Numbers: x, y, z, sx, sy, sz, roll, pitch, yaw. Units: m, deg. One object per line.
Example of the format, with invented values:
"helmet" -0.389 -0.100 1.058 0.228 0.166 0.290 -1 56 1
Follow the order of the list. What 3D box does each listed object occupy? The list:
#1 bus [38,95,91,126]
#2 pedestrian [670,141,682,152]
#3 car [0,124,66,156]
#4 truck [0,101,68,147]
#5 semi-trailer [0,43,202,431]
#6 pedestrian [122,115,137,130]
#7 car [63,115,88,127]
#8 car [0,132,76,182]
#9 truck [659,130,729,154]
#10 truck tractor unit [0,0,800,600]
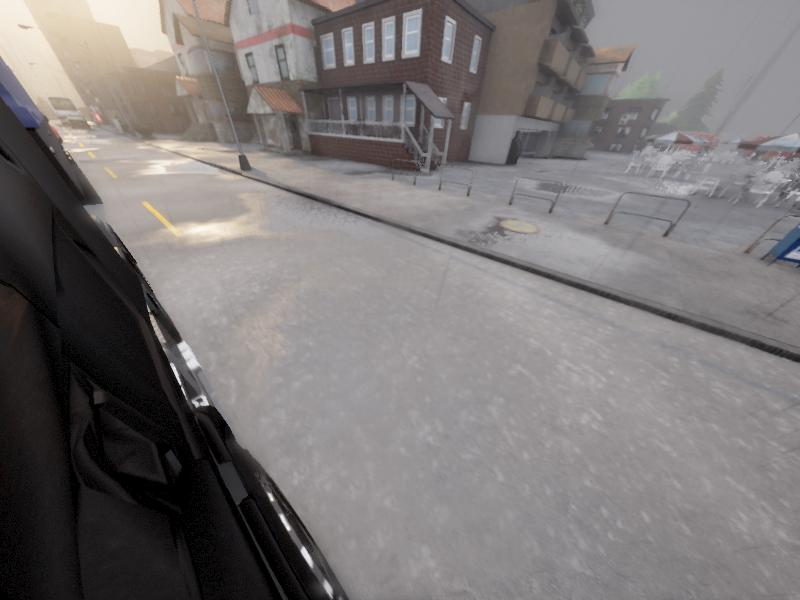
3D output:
"bus" -64.782 -36.540 44.672 10.273 4.253 3.944 29 44 29
"pedestrian" 55.163 -30.637 46.147 0.751 1.860 0.751 28 44 30
"car" -23.213 -10.108 14.499 4.181 1.385 1.994 28 43 29
"truck" -29.463 -13.925 18.226 5.204 2.467 2.627 30 45 29
"semi-trailer" -8.705 -3.604 4.215 14.254 4.402 2.717 28 44 30
"pedestrian" -42.342 -27.739 36.138 0.751 1.860 0.751 -24 45 -31
"car" -57.281 -31.518 40.712 5.008 1.535 1.882 28 44 30
"car" -15.931 -6.199 9.819 4.718 1.301 1.895 28 44 30
"truck" 64.581 -35.091 51.196 8.468 3.827 2.891 28 44 30
"truck tractor unit" -2.645 -0.295 0.351 6.516 4.208 3.053 28 44 30
